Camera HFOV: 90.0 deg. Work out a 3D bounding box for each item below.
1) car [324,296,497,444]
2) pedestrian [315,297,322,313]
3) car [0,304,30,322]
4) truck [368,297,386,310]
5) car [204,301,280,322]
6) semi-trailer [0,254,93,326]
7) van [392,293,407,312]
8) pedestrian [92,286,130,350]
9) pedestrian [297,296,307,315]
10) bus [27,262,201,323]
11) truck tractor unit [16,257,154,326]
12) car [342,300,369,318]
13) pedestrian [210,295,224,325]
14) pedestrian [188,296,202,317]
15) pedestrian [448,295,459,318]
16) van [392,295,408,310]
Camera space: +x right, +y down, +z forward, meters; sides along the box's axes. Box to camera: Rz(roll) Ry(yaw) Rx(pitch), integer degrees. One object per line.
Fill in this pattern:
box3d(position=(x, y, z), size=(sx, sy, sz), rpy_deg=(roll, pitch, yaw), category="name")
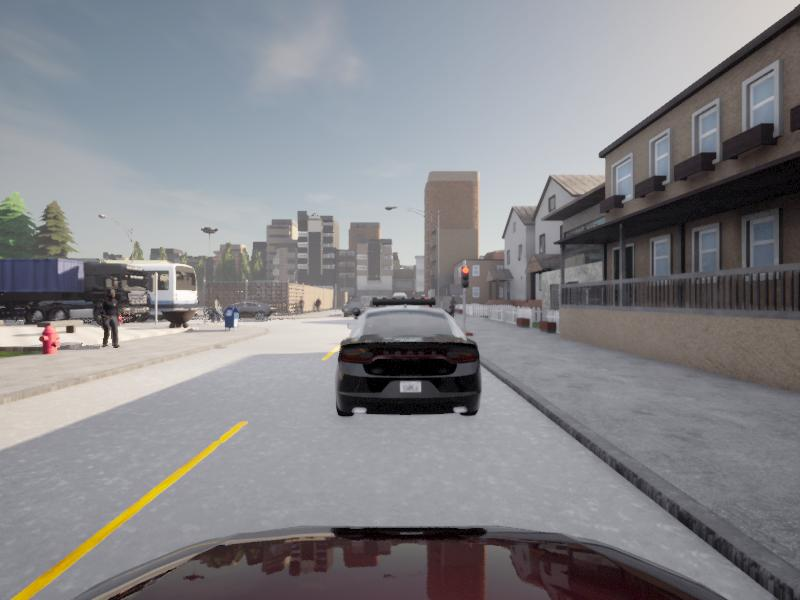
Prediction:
box3d(position=(0.062, 0.771, 7.066), size=(1.930, 1.638, 5.238), rpy_deg=(0, 0, -1), category="car")
box3d(position=(-9.392, 0.534, 46.123), size=(0.751, 1.860, 0.751), rpy_deg=(0, 0, 0), category="pedestrian")
box3d(position=(-30.838, 0.944, 29.883), size=(4.718, 1.301, 1.895), rpy_deg=(0, 0, 1), category="car")
box3d(position=(-3.863, 0.542, 68.443), size=(2.390, 2.098, 6.274), rpy_deg=(0, 0, 2), category="truck")
box3d(position=(-11.755, 0.835, 30.088), size=(4.902, 1.511, 2.128), rpy_deg=(0, 0, -4), category="car")
box3d(position=(-28.128, -0.617, 25.893), size=(14.254, 4.402, 2.717), rpy_deg=(0, 0, -1), category="semi-trailer")
box3d(position=(-0.076, 0.322, 57.479), size=(1.988, 2.561, 5.915), rpy_deg=(0, 0, -1), category="van")
box3d(position=(-8.761, 0.525, 12.130), size=(0.751, 1.860, 0.751), rpy_deg=(0, 0, 36), category="pedestrian")
box3d(position=(-9.376, 0.534, 38.304), size=(0.751, 1.860, 0.751), rpy_deg=(0, 0, 0), category="pedestrian")
box3d(position=(-20.892, -0.534, 29.798), size=(10.273, 4.253, 3.944), rpy_deg=(0, 0, 1), category="bus")
box3d(position=(-20.212, -0.508, 25.993), size=(6.516, 4.208, 3.053), rpy_deg=(0, 0, -1), category="truck tractor unit")
box3d(position=(-4.095, 0.822, 37.498), size=(2.038, 1.542, 4.974), rpy_deg=(0, 0, 0), category="car")
box3d(position=(-11.786, 0.637, 25.766), size=(0.751, 1.860, 0.751), rpy_deg=(0, 0, -27), category="pedestrian")
box3d(position=(-18.327, 0.534, 35.770), size=(0.751, 1.860, 0.751), rpy_deg=(0, 0, 11), category="pedestrian")
box3d(position=(4.388, 0.533, 32.880), size=(0.751, 1.860, 0.751), rpy_deg=(0, 0, -3), category="pedestrian")
box3d(position=(-0.048, 0.378, 65.604), size=(2.351, 2.431, 6.366), rpy_deg=(0, 0, -1), category="van")
